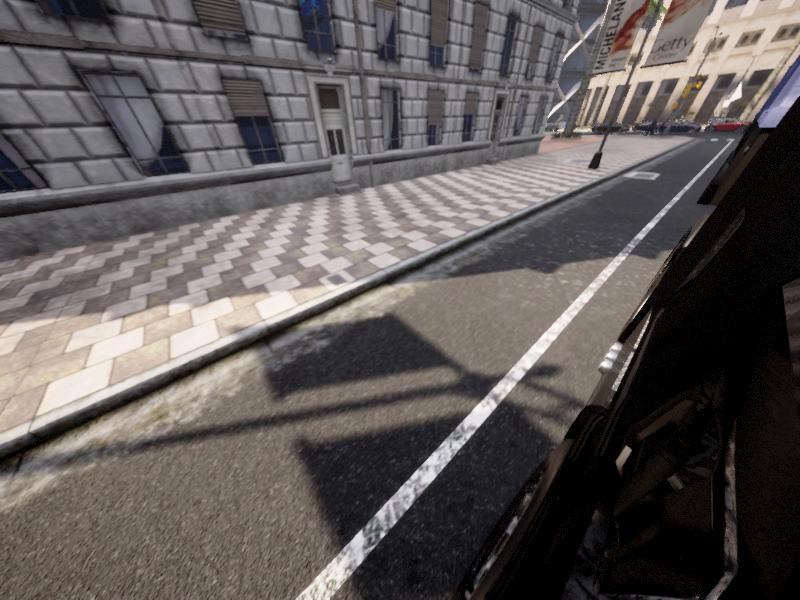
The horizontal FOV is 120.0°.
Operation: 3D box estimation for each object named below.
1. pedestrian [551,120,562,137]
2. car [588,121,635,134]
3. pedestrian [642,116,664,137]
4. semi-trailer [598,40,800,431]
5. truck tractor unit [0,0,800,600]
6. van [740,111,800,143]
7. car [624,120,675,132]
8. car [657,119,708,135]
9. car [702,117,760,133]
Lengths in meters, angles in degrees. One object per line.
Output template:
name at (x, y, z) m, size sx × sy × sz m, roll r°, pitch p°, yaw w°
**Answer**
pedestrian at (21.548, -23.561, 31.793) m, size 0.751 × 1.860 × 0.751 m, roll 18°, pitch 41°, yaw 25°
car at (33.167, -27.091, 36.353) m, size 2.128 × 1.511 × 4.902 m, roll -29°, pitch 45°, yaw -31°
pedestrian at (27.955, -19.173, 25.565) m, size 0.751 × 1.860 × 0.751 m, roll -19°, pitch 40°, yaw -20°
semi-trailer at (8.703, -3.605, 4.219) m, size 14.254 × 4.402 × 2.717 m, roll -28°, pitch 44°, yaw -30°
truck tractor unit at (2.645, -0.295, 0.351) m, size 6.516 × 4.208 × 3.053 m, roll -28°, pitch 44°, yaw -30°
van at (31.000, -14.515, 19.373) m, size 1.775 × 1.987 × 4.442 m, roll 29°, pitch 47°, yaw 34°
car at (40.712, -28.531, 37.902) m, size 2.033 × 1.411 × 5.357 m, roll -28°, pitch 44°, yaw -29°
car at (35.855, -21.994, 29.400) m, size 1.845 × 1.501 × 3.633 m, roll -28°, pitch 44°, yaw -30°
car at (40.990, -21.695, 28.728) m, size 1.970 × 1.475 × 3.806 m, roll -28°, pitch 44°, yaw -30°
